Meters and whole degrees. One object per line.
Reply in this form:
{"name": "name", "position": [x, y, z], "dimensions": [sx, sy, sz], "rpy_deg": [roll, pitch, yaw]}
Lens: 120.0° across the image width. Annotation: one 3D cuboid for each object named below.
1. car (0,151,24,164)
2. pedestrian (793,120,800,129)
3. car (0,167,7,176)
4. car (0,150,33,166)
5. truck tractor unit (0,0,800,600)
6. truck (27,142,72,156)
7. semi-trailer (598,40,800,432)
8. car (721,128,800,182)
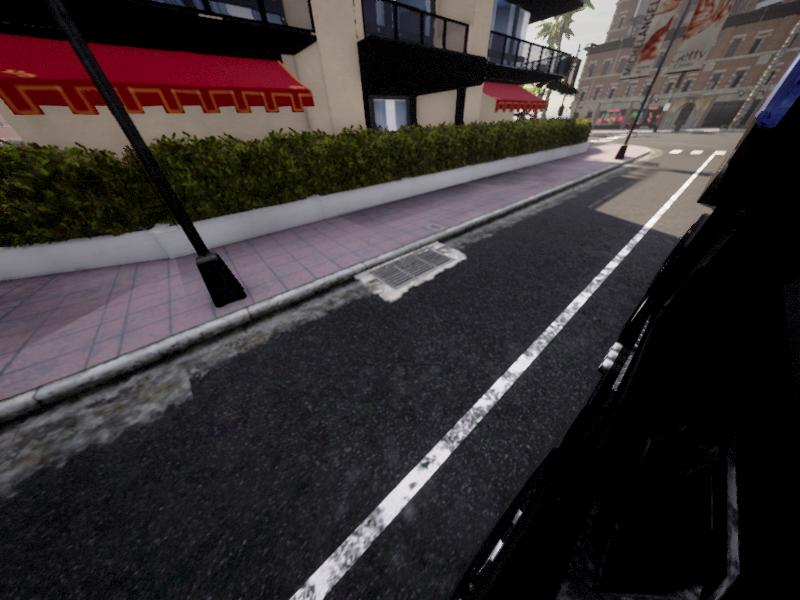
{"name": "car", "position": [-64.820, -23.272, 37.747], "dimensions": [2.128, 1.511, 4.902], "rpy_deg": [-29, 44, -30]}
{"name": "pedestrian", "position": [44.836, -19.942, 25.327], "dimensions": [0.751, 1.860, 0.751], "rpy_deg": [-8, 37, -7]}
{"name": "car", "position": [-38.041, -11.672, 20.501], "dimensions": [1.816, 1.474, 4.193], "rpy_deg": [-28, 44, -30]}
{"name": "car", "position": [-55.779, -20.478, 33.289], "dimensions": [1.851, 1.617, 3.988], "rpy_deg": [-29, 44, -30]}
{"name": "truck tractor unit", "position": [2.645, -0.295, 0.351], "dimensions": [6.516, 4.208, 3.053], "rpy_deg": [-28, 44, -30]}
{"name": "truck", "position": [-86.170, -37.328, 57.008], "dimensions": [5.204, 2.467, 2.627], "rpy_deg": [-28, 44, -30]}
{"name": "semi-trailer", "position": [8.691, -3.623, 4.217], "dimensions": [14.254, 4.402, 2.717], "rpy_deg": [-28, 44, -30]}
{"name": "car", "position": [16.108, -6.406, 9.942], "dimensions": [5.357, 1.411, 2.033], "rpy_deg": [-28, 44, -30]}
